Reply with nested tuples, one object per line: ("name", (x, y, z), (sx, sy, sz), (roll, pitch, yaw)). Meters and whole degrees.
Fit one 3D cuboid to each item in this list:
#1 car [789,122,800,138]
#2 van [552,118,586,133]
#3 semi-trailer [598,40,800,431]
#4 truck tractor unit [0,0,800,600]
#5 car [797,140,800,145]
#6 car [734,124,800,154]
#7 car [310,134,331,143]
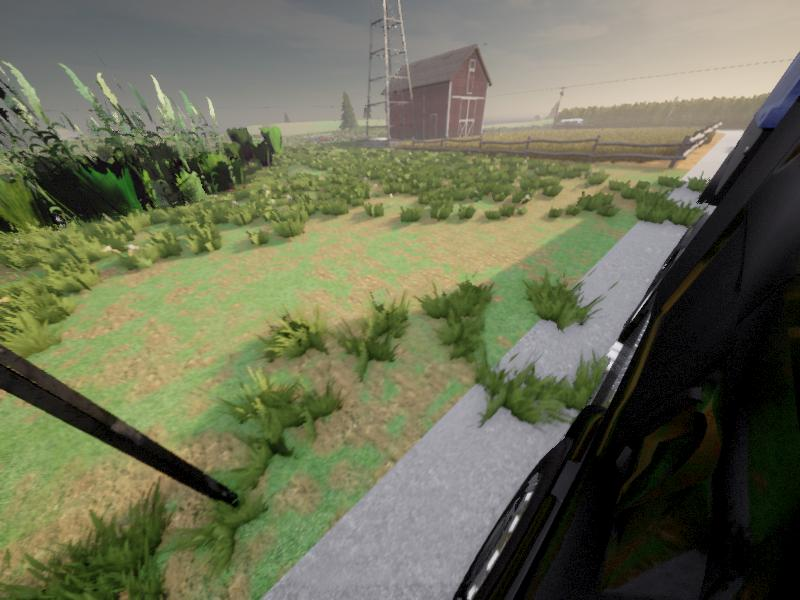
("car", (37.650, -15.666, 20.846), (3.806, 1.475, 1.970), (-28, 44, -30))
("van", (32.802, -33.929, 45.008), (2.069, 2.038, 4.480), (-28, 44, -30))
("semi-trailer", (8.693, -3.615, 4.224), (14.254, 4.402, 2.717), (-28, 44, -30))
("truck tractor unit", (2.645, -0.295, 0.351), (6.516, 4.208, 3.053), (-28, 44, -30))
("car", (29.124, -11.122, 15.173), (4.611, 1.667, 2.242), (-28, 44, -31))
("car", (24.224, -10.748, 15.317), (4.718, 1.301, 1.895), (-28, 44, -30))
("car", (-17.638, -35.721, 51.137), (3.806, 1.475, 1.970), (-24, 42, -26))
